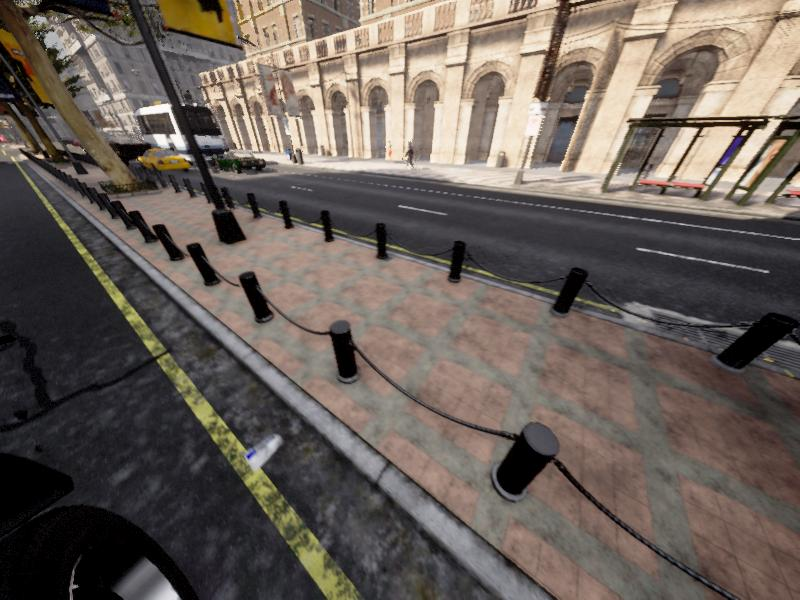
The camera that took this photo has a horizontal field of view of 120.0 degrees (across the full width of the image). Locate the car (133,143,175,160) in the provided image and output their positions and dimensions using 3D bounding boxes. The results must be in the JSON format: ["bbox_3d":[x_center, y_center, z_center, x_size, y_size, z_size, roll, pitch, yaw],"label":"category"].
[{"bbox_3d":[-28.397,-17.201,26.651,4.892,1.490,1.837,22,41,28],"label":"car"}]

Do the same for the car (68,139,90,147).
[{"bbox_3d":[-70.184,-34.267,50.465,4.181,1.385,1.994,22,41,28],"label":"car"}]

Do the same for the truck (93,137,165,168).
[{"bbox_3d":[-24.107,-13.225,20.544,6.274,2.098,2.390,22,41,28],"label":"truck"}]

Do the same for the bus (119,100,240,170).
[{"bbox_3d":[-19.968,-14.785,20.933,10.273,4.253,3.944,22,41,28],"label":"bus"}]

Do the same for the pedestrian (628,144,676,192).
[{"bbox_3d":[11.859,-6.252,10.966,0.751,1.860,0.751,22,41,28],"label":"pedestrian"}]

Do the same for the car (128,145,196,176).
[{"bbox_3d":[-17.478,-10.298,16.922,5.366,1.575,1.801,22,41,28],"label":"car"}]

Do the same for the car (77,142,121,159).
[{"bbox_3d":[-35.291,-17.566,27.076,4.902,1.511,2.128,22,41,28],"label":"car"}]

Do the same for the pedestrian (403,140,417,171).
[{"bbox_3d":[0.770,-10.790,17.269,0.751,1.860,0.751,16,38,21],"label":"pedestrian"}]

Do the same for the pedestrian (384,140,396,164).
[{"bbox_3d":[-0.932,-14.005,21.804,0.751,1.860,0.751,27,43,32],"label":"pedestrian"}]

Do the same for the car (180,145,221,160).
[{"bbox_3d":[-23.408,-17.370,27.107,4.718,1.301,1.895,22,41,28],"label":"car"}]

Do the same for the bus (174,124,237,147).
[{"bbox_3d":[-46.929,-39.939,56.254,3.944,4.253,10.273,22,41,28],"label":"bus"}]

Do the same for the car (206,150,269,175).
[{"bbox_3d":[-12.372,-10.555,17.589,4.718,1.301,1.895,22,41,28],"label":"car"}]

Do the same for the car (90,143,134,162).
[{"bbox_3d":[-29.937,-15.381,24.026,3.633,1.501,1.845,22,41,28],"label":"car"}]

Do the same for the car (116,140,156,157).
[{"bbox_3d":[-34.234,-19.648,29.936,4.856,1.649,2.033,22,41,28],"label":"car"}]
